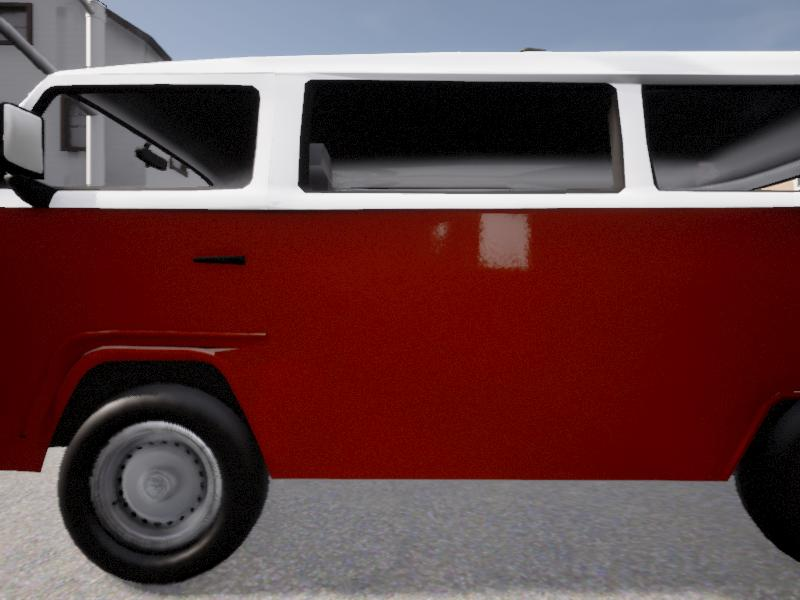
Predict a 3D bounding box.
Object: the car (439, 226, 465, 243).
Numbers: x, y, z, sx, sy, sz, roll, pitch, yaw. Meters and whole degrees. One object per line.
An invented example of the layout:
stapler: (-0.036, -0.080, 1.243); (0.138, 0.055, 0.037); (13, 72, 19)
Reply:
car: (4.671, -5.893, 36.338); (1.816, 1.474, 4.193); (0, 8, 0)

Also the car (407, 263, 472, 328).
car: (1.453, -0.381, 16.955); (2.033, 1.411, 5.357); (0, 15, -2)

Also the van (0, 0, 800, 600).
van: (0.335, -0.027, 2.195); (4.480, 2.038, 2.069); (0, 0, 0)
